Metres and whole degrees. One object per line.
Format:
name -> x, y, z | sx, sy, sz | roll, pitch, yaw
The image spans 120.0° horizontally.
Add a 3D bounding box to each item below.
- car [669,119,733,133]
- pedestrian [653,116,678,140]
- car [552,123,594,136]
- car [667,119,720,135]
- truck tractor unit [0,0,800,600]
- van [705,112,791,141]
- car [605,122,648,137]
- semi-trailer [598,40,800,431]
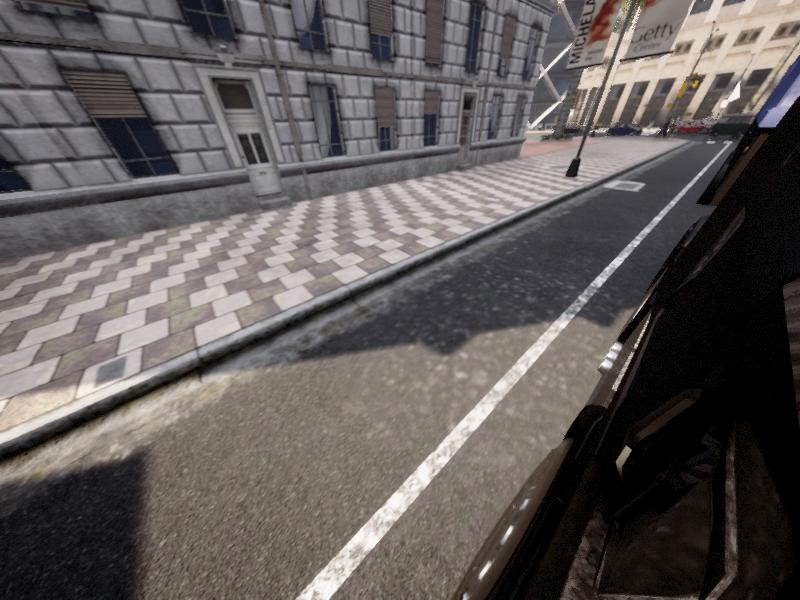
car -> 42.457, -24.659, 32.751 | 2.033, 1.411, 5.357 | -28, 43, -29
pedestrian -> 26.582, -17.232, 23.137 | 0.751, 1.860, 0.751 | -25, 42, -26
car -> 28.138, -27.797, 37.715 | 2.128, 1.511, 4.902 | -32, 46, -33
car -> 37.018, -21.832, 29.245 | 1.970, 1.475, 3.806 | -28, 44, -30
truck tractor unit -> 2.645, -0.295, 0.351 | 6.516, 4.208, 3.053 | -28, 44, -30
van -> 32.424, -16.377, 21.829 | 1.775, 1.987, 4.442 | 7, 38, 12
car -> 30.500, -23.053, 31.229 | 1.845, 1.501, 3.633 | -29, 44, -30
semi-trailer -> 8.703, -3.602, 4.222 | 14.254, 4.402, 2.717 | -28, 44, -30
